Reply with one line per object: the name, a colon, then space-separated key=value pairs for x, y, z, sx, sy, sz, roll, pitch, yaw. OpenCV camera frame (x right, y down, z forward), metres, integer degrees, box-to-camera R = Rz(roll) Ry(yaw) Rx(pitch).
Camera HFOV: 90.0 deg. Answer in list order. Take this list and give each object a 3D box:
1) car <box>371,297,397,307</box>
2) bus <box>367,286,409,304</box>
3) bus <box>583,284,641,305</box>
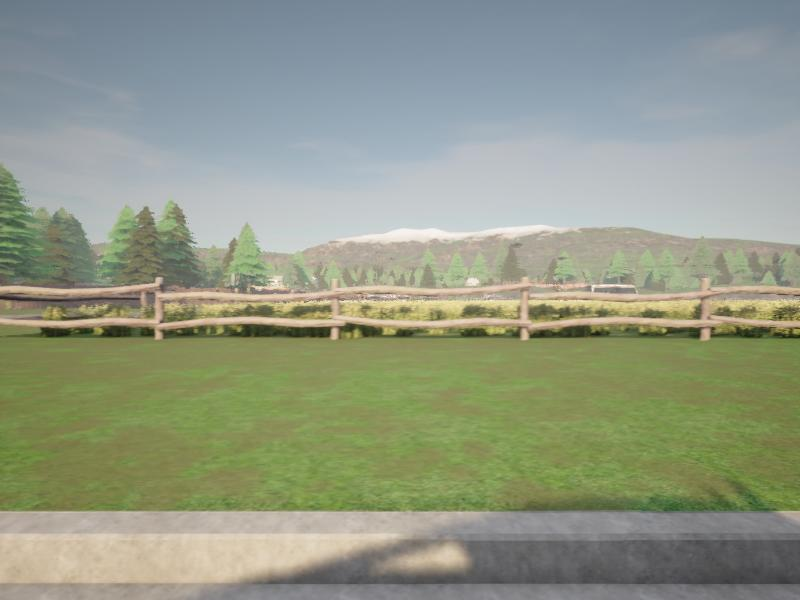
car: x=-2.161 y=0.308 z=56.211 sx=1.994 sy=1.385 sz=4.181 roll=0 pitch=0 yaw=25
bus: x=-2.850 y=-1.137 z=98.633 sx=10.273 sy=4.253 sz=3.944 roll=0 pitch=0 yaw=0
bus: x=44.866 y=-1.143 z=84.846 sx=10.273 sy=4.253 sz=3.944 roll=0 pitch=0 yaw=0
